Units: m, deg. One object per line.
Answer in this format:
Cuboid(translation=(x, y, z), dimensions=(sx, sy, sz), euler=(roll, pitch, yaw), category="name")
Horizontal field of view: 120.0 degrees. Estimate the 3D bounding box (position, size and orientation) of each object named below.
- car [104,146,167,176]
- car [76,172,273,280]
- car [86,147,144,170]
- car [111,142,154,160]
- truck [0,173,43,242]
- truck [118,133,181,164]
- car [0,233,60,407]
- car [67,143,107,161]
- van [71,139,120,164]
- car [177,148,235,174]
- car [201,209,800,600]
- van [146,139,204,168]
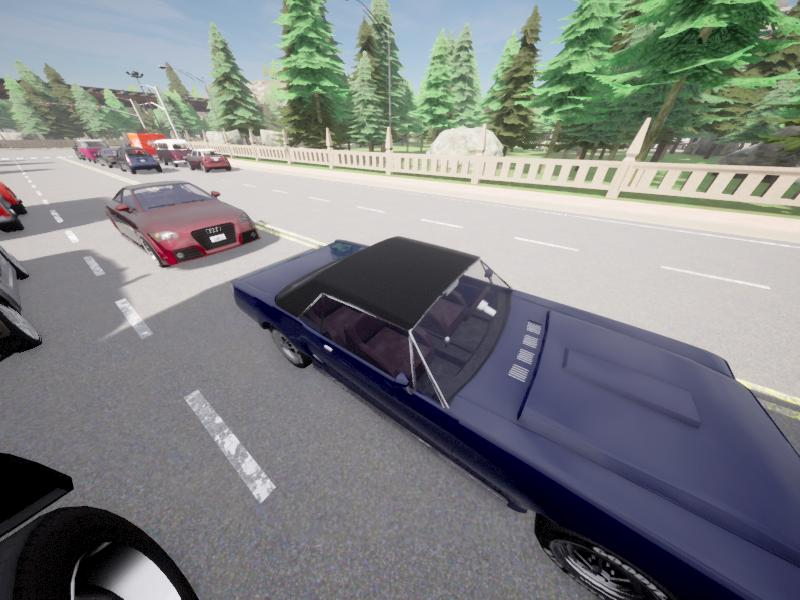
Cuboid(translation=(-19.766, -10.470, 17.257), dimensions=(3.988, 1.617, 1.851), euler=(22, 41, 28), category="car")
Cuboid(translation=(-5.491, -2.102, 5.677), dimensions=(4.181, 1.385, 1.994), euler=(21, 40, 27), category="car")
Cuboid(translation=(-25.303, -12.633, 20.477), dimensions=(5.357, 1.411, 2.033), euler=(22, 41, 28), category="car")
Cuboid(translation=(-32.240, -18.006, 27.858), dimensions=(4.856, 1.649, 2.033), euler=(22, 41, 28), category="car")
Cuboid(translation=(-12.782, -3.059, 6.037), dimensions=(5.204, 2.467, 2.627), euler=(22, 40, 28), category="truck")
Cuboid(translation=(-26.093, -15.855, 24.114), dimensions=(5.204, 2.467, 2.627), euler=(22, 41, 28), category="truck")
Cuboid(translation=(-6.542, -0.183, 2.722), dimensions=(5.238, 1.638, 1.930), euler=(22, 41, 28), category="car")
Cuboid(translation=(-35.842, -16.981, 26.440), dimensions=(3.705, 1.549, 1.789), euler=(22, 41, 28), category="car")
Cuboid(translation=(-31.121, -15.239, 23.623), dimensions=(4.442, 1.987, 1.775), euler=(22, 41, 28), category="van")
Cuboid(translation=(-15.294, -11.057, 18.236), dimensions=(3.806, 1.475, 1.970), euler=(22, 40, 28), category="car")
Cuboid(translation=(0.347, 0.295, 2.377), dimensions=(4.718, 1.301, 1.895), euler=(22, 41, 28), category="car")
Cuboid(translation=(-20.411, -13.368, 20.994), dimensions=(4.480, 2.038, 2.069), euler=(22, 41, 28), category="van")
